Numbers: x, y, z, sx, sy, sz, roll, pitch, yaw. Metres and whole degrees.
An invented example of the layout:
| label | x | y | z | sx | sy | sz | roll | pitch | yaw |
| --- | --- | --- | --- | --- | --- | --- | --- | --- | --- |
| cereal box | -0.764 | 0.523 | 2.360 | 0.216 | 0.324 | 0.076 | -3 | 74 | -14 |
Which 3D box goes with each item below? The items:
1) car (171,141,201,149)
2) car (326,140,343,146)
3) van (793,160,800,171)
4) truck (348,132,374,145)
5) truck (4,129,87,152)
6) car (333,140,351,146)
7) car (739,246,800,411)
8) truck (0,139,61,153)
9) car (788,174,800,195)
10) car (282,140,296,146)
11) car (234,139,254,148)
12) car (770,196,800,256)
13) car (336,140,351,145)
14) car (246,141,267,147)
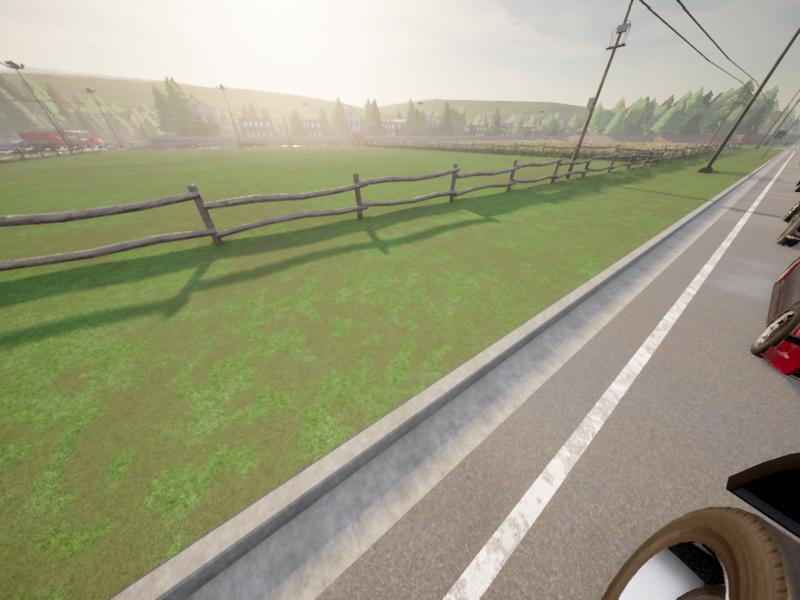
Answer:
| label | x | y | z | sx | sy | sz | roll | pitch | yaw |
| --- | --- | --- | --- | --- | --- | --- | --- | --- | --- |
| car | -53.663 | -38.947 | 58.002 | 5.238 | 1.638 | 1.930 | -22 | 41 | -28 |
| car | -22.372 | -53.890 | 79.094 | 5.008 | 1.535 | 1.882 | -22 | 41 | -28 |
| van | 34.625 | -11.837 | 18.386 | 6.366 | 2.431 | 2.351 | -22 | 41 | -28 |
| truck | -13.830 | -58.254 | 83.241 | 8.468 | 3.827 | 2.891 | -22 | 41 | -28 |
| truck | -74.597 | -33.923 | 49.098 | 2.891 | 3.827 | 8.468 | 12 | 37 | 17 |
| car | -19.280 | -52.679 | 77.355 | 5.366 | 1.575 | 1.801 | -22 | 41 | -28 |
| car | 6.095 | 0.147 | 2.509 | 4.181 | 1.385 | 1.994 | -22 | 41 | -28 |
| truck | -72.361 | -30.173 | 45.270 | 2.390 | 2.098 | 6.274 | 3 | 35 | 4 |
| car | 20.935 | -5.911 | 10.887 | 4.792 | 1.488 | 2.163 | -22 | 41 | -28 |
| car | -37.185 | -52.873 | 77.710 | 3.633 | 1.501 | 1.845 | -22 | 41 | -28 |
| car | -41.379 | -41.511 | 61.366 | 3.866 | 1.878 | 1.905 | -22 | 41 | -28 |
| car | 11.670 | -2.220 | 5.584 | 5.027 | 1.651 | 2.152 | -22 | 41 | -28 |
| car | -20.429 | -57.119 | 83.661 | 5.008 | 1.535 | 1.882 | -22 | 41 | -28 |
| car | -42.516 | -46.408 | 68.656 | 4.792 | 1.488 | 2.163 | -22 | 41 | -28 |
